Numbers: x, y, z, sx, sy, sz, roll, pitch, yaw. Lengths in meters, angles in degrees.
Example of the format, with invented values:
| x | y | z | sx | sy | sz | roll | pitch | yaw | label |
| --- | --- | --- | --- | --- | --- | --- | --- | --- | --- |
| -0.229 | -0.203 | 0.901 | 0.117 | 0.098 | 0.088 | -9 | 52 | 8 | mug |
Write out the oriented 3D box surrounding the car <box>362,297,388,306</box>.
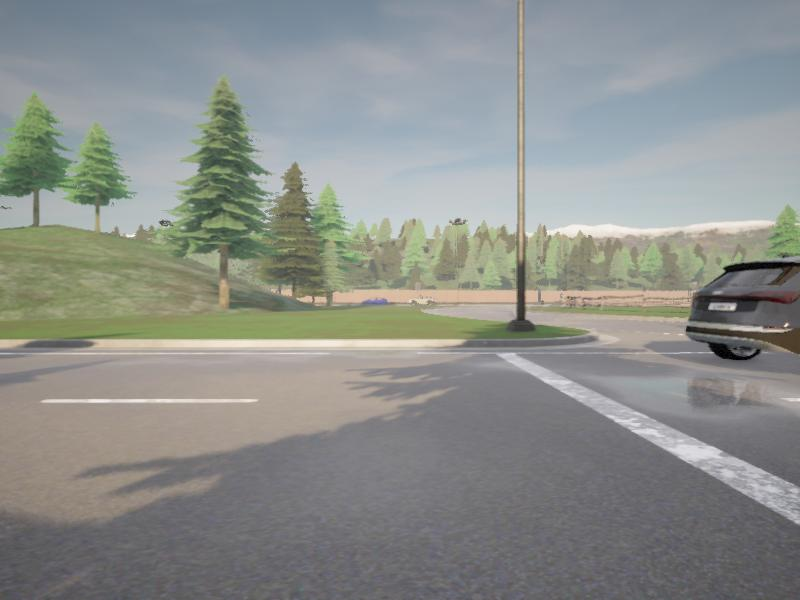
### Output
| x | y | z | sx | sy | sz | roll | pitch | yaw | label |
| --- | --- | --- | --- | --- | --- | --- | --- | --- | --- |
| -4.330 | 0.272 | 69.980 | 4.514 | 1.525 | 2.007 | 0 | 0 | 0 | car |

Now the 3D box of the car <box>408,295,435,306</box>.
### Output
| x | y | z | sx | sy | sz | roll | pitch | yaw | label |
| --- | --- | --- | --- | --- | --- | --- | --- | --- | --- |
| 3.817 | 0.054 | 70.030 | 4.605 | 1.855 | 1.932 | 0 | 0 | 0 | car |

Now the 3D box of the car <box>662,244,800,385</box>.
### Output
| x | y | z | sx | sy | sz | roll | pitch | yaw | label |
| --- | --- | --- | --- | --- | --- | --- | --- | --- | --- |
| 6.841 | 0.172 | 5.708 | 4.856 | 1.649 | 2.033 | 0 | 0 | 0 | car |
